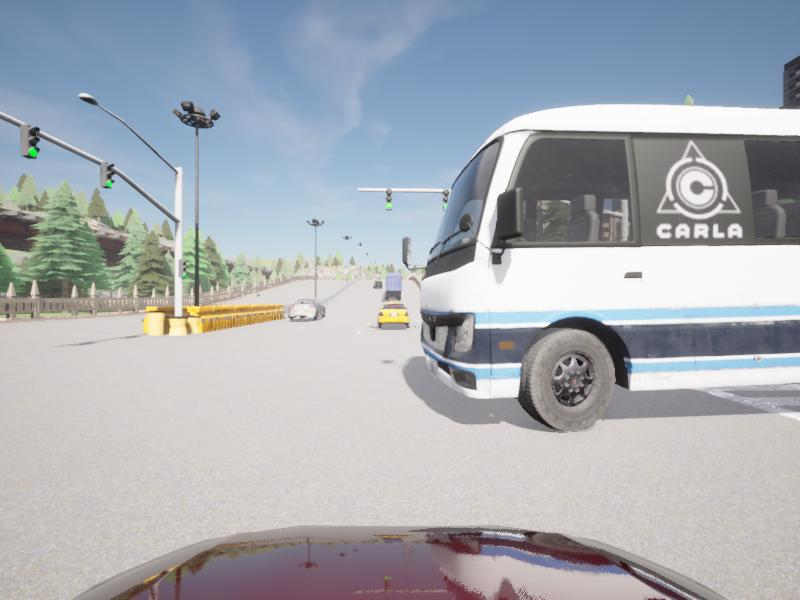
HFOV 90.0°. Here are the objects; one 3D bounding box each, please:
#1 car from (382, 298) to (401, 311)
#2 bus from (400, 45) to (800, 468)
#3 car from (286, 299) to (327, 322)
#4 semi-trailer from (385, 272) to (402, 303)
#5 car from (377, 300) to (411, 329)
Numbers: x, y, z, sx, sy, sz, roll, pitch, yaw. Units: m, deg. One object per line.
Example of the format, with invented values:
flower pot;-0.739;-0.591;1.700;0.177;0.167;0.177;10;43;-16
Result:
car;-1.158;0.504;52.498;1.845;1.501;3.633;0;3;-10
bus;5.335;-0.543;6.480;10.273;4.253;3.944;-1;0;-5
car;-7.429;0.780;32.361;2.152;1.651;5.027;0;0;-1
semi-trailer;-1.121;-2.531;71.027;2.717;4.402;14.254;0;7;-1
car;-0.362;0.800;24.447;1.801;1.575;5.366;0;0;-1
